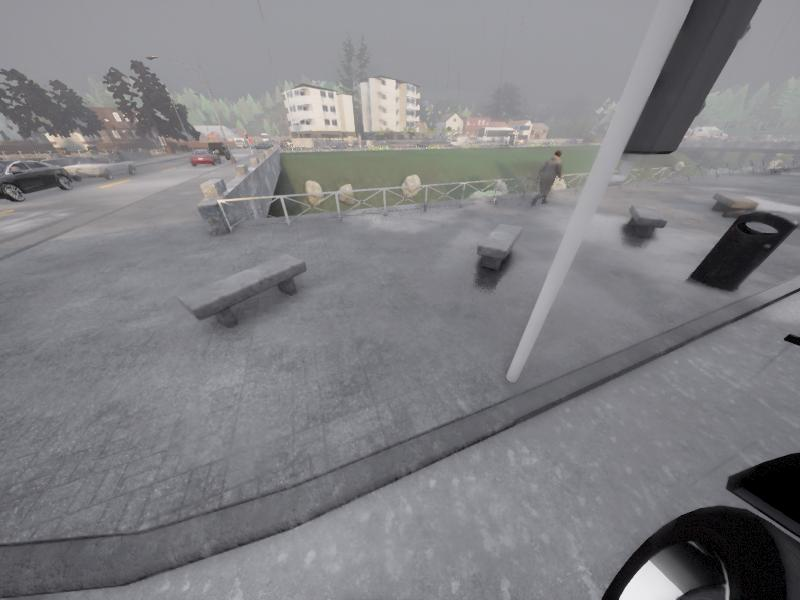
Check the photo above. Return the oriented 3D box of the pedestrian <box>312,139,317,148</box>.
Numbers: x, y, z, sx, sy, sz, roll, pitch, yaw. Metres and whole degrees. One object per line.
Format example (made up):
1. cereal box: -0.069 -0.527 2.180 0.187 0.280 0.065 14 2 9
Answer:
1. pedestrian: -20.730 -37.845 55.819 0.751 1.860 0.751 -13 37 -17

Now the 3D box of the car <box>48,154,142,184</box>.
1. car: -20.693 -9.209 16.043 1.895 1.301 4.718 -13 37 -17

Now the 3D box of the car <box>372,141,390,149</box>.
1. car: -4.545 -37.453 55.894 3.806 1.475 1.970 -13 37 -17

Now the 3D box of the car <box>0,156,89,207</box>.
1. car: -18.090 -5.600 10.708 2.128 1.511 4.902 -12 37 -16

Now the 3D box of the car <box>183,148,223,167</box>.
1. car: -20.061 -14.694 23.770 1.994 1.385 4.181 -14 37 -19

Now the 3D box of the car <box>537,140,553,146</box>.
1. car: 44.809 -48.613 71.437 3.806 1.475 1.970 -13 37 -17

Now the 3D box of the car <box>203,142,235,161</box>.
1. car: -22.664 -18.727 29.067 1.905 1.878 3.866 -13 37 -17

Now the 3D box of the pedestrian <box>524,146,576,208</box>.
1. pedestrian: 5.318 -4.388 8.300 0.751 1.860 0.751 -13 37 -17

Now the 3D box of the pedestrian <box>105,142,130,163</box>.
1. pedestrian: -30.755 -16.090 25.186 0.751 1.860 0.751 -13 37 -17

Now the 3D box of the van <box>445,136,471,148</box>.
1. van: 15.453 -42.379 61.911 6.366 2.431 2.351 -13 37 -17

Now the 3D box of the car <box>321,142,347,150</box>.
1. car: -14.949 -35.059 52.645 5.357 1.411 2.033 -13 37 -17

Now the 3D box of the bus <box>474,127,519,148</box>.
1. bus: 25.412 -42.990 61.115 10.273 4.253 3.944 -13 37 -17

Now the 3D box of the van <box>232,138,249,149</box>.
1. van: -42.548 -41.973 61.789 2.351 2.431 6.366 -13 37 -17

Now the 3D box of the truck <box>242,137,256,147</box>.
1. truck: -48.434 -50.694 74.189 2.627 2.467 5.204 -13 37 -17

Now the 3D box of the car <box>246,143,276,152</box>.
1. car: -28.637 -31.544 47.671 4.892 1.490 1.837 -21 39 -27

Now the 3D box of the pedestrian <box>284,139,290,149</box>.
1. pedestrian: -26.138 -35.920 53.312 0.751 1.860 0.751 -20 40 -25

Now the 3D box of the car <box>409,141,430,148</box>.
1. car: 4.939 -39.610 58.871 4.892 1.490 1.837 -12 37 -17

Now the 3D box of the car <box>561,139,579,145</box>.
1. car: 54.806 -50.985 74.507 4.856 1.649 2.033 -13 37 -17
